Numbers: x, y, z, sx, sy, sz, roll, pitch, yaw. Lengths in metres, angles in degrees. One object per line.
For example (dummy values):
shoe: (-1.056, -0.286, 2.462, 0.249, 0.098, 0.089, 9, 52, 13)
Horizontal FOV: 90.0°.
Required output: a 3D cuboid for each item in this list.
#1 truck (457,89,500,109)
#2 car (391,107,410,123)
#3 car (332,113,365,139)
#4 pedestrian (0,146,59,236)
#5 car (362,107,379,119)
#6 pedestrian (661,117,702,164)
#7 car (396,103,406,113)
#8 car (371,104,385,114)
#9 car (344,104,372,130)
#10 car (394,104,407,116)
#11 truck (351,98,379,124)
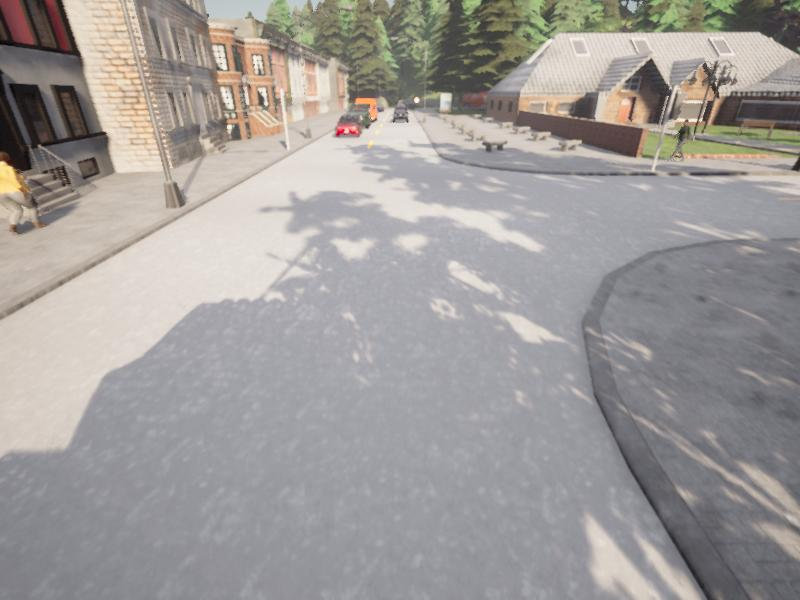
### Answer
truck: (16.861, -43.383, 86.459, 8.468, 3.827, 2.891, 0, 27, 0)
car: (0.079, -21.866, 47.240, 2.033, 1.411, 5.357, 0, 27, 0)
car: (-3.962, -13.758, 31.477, 2.007, 1.525, 4.514, 0, 27, 0)
pedestrian: (-8.757, -2.462, 9.070, 0.751, 1.860, 0.751, 0, 27, 1)
car: (-3.889, -25.012, 53.453, 1.895, 1.301, 4.718, 0, 27, 0)
pedestrian: (12.546, -7.122, 17.867, 0.751, 1.860, 0.751, -4, 28, -7)
car: (0.172, -34.736, 72.442, 1.837, 1.490, 4.892, 0, 27, 0)
car: (-3.832, -34.200, 71.469, 2.163, 1.488, 4.792, 0, 27, 0)
car: (-3.961, -17.760, 38.637, 2.150, 2.045, 5.566, 0, 27, 0)
car: (0.123, -28.594, 60.121, 1.837, 1.490, 4.892, 0, 28, 0)
truck: (-3.928, -21.866, 46.102, 2.627, 2.467, 5.204, 0, 27, 0)
